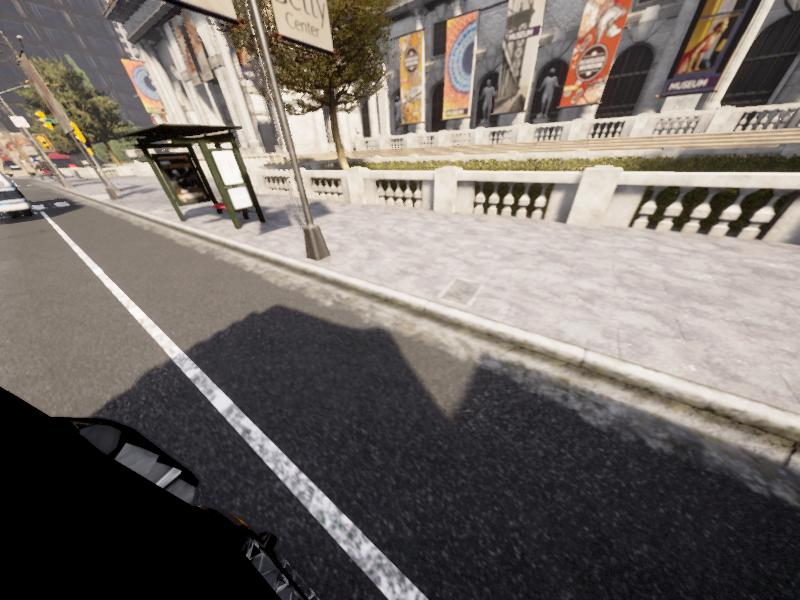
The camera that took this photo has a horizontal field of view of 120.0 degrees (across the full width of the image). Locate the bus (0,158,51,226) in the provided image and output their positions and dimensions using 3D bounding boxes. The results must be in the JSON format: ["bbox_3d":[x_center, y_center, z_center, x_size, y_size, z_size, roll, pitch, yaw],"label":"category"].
[{"bbox_3d":[-22.967,-6.345,11.538,10.273,4.253,3.944,19,39,29],"label":"bus"}]
